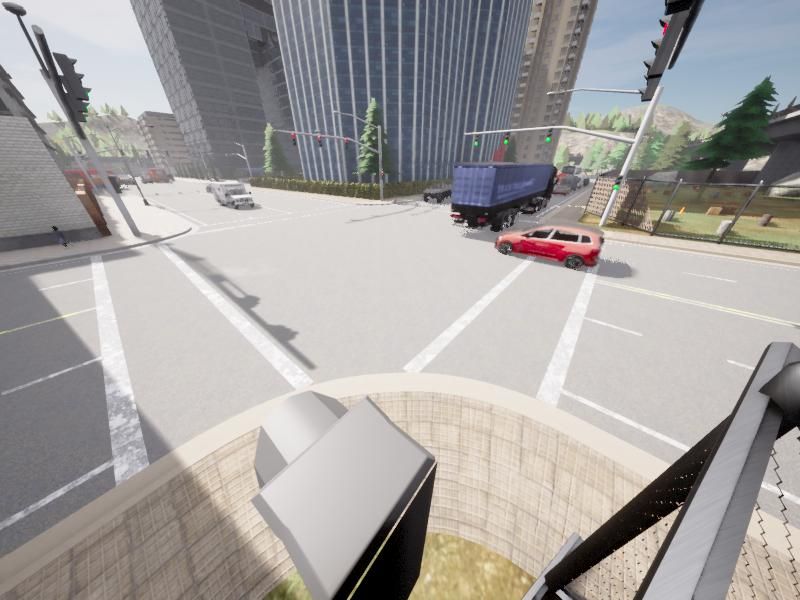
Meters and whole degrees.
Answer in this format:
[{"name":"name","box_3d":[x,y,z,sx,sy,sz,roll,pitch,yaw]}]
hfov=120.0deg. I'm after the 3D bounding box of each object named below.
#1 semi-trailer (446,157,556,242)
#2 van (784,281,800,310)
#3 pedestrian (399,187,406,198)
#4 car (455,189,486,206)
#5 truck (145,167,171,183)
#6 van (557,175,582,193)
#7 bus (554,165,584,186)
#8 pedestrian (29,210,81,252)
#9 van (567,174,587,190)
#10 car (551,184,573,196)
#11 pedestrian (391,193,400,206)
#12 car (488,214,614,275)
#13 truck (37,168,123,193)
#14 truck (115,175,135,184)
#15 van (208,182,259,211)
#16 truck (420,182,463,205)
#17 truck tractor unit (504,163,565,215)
[{"name":"semi-trailer","box_3d":[8.701,-8.586,18.394,2.717,4.402,14.254,23,37,34]},{"name":"van","box_3d":[14.772,0.085,5.873,4.442,1.987,1.775,23,37,34]},{"name":"pedestrian","box_3d":[0.343,-14.957,32.148,0.751,1.300,0.751,22,37,33]},{"name":"car","box_3d":[8.740,-12.798,28.587,1.816,1.474,4.193,23,37,34]},{"name":"truck","box_3d":[-69.999,-36.109,66.715,8.468,3.827,2.891,23,37,34]},{"name":"van","box_3d":[30.940,-21.257,42.174,1.988,2.561,5.915,25,39,37]},{"name":"bus","box_3d":[43.269,-31.961,59.001,3.944,4.253,10.273,23,37,34]},{"name":"pedestrian","box_3d":[-17.538,-3.537,11.808,0.751,1.860,0.751,21,36,32]},{"name":"van","box_3d":[36.526,-24.377,47.580,1.988,2.561,5.915,23,37,34]},{"name":"car","box_3d":[25.950,-17.573,36.963,1.994,1.385,4.181,23,37,34]},{"name":"pedestrian","box_3d":[-0.493,-11.780,26.989,0.751,1.300,0.751,23,37,34]},{"name":"car","box_3d":[7.224,-2.950,11.404,4.611,1.667,2.242,23,37,33]},{"name":"truck","box_3d":[-58.962,-22.457,43.071,2.891,3.827,8.468,23,37,34]},{"name":"truck","box_3d":[-73.772,-32.372,61.972,6.274,2.098,2.390,23,37,34]},{"name":"van","box_3d":[-18.938,-11.898,26.187,6.366,2.431,2.351,23,37,34]},{"name":"truck","box_3d":[5.478,-13.848,29.782,2.390,2.098,6.274,23,37,34]},{"name":"truck tractor unit","box_3d":[13.791,-11.553,23.681,3.053,4.208,6.516,23,37,34]}]
